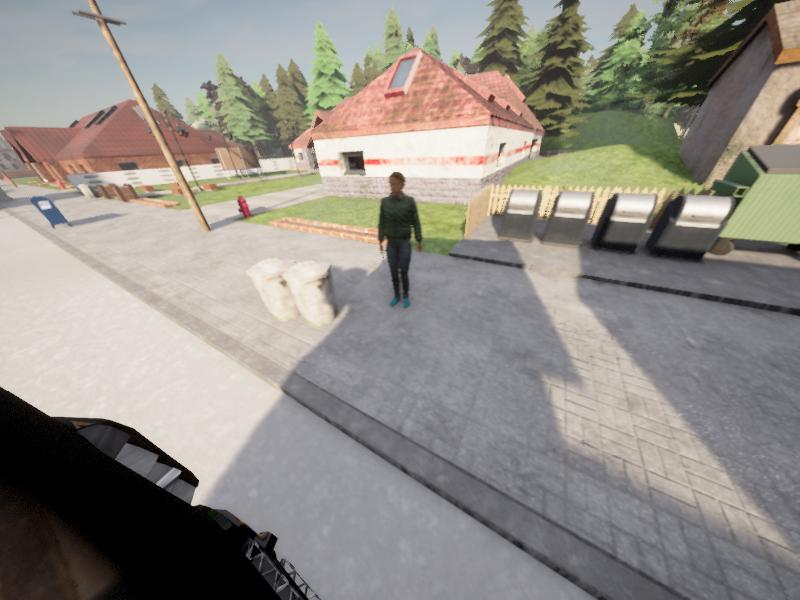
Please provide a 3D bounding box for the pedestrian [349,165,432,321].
[{"bbox_3d":[-0.034,-0.723,3.137,0.751,1.860,0.751,7,35,14],"label":"pedestrian"}]
